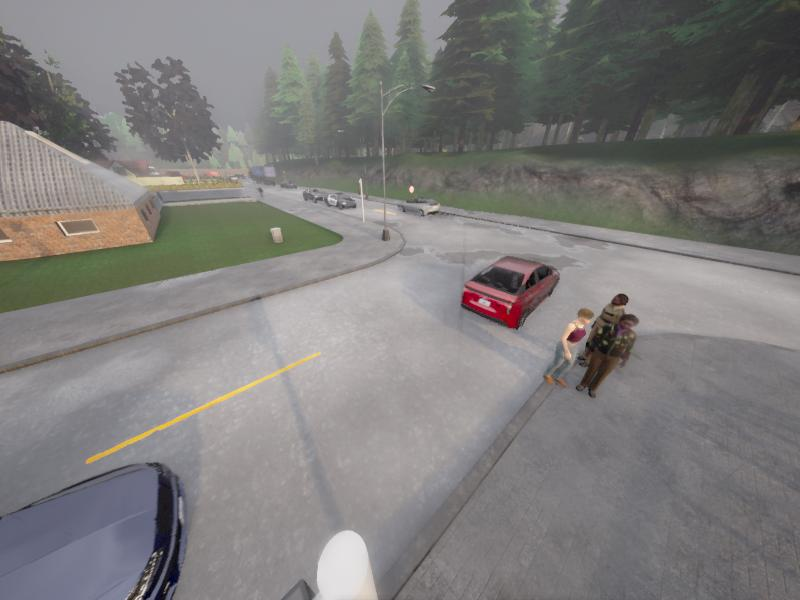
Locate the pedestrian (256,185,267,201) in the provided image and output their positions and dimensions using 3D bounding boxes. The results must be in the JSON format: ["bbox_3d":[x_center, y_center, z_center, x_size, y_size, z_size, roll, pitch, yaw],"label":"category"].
[{"bbox_3d":[-18.687,-14.476,31.168,0.751,1.860,0.751,-7,31,-12],"label":"pedestrian"}]

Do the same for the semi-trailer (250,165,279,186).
[{"bbox_3d":[-36.407,-33.420,61.676,2.717,4.402,14.254,-23,37,-34],"label":"semi-trailer"}]

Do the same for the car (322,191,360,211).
[{"bbox_3d":[-6.774,-11.375,26.382,2.038,1.542,4.974,-23,37,-34],"label":"car"}]

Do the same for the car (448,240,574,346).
[{"bbox_3d":[3.822,-0.602,7.730,2.007,1.525,4.514,27,39,38],"label":"car"}]

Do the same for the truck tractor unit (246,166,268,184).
[{"bbox_3d":[-41.491,-36.372,66.978,3.053,4.208,6.516,-23,37,-34],"label":"truck tractor unit"}]

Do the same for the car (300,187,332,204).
[{"bbox_3d":[-11.336,-14.136,31.074,2.152,1.651,5.027,-23,37,-34],"label":"car"}]

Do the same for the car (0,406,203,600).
[{"bbox_3d":[-4.286,3.004,1.535,4.193,1.474,1.816,-23,37,-34],"label":"car"}]

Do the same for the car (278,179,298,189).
[{"bbox_3d":[-24.097,-24.898,49.665,2.242,1.667,4.611,-25,38,-36],"label":"car"}]

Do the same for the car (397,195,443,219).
[{"bbox_3d":[1.831,-9.268,22.739,2.007,1.525,4.514,-21,36,-32],"label":"car"}]

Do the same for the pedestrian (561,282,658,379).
[{"bbox_3d":[4.288,0.653,4.929,0.751,1.860,0.751,9,31,16],"label":"pedestrian"}]

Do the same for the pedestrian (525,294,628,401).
[{"bbox_3d":[3.256,0.933,4.463,0.751,1.860,0.751,-8,31,-14],"label":"pedestrian"}]

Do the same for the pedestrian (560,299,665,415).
[{"bbox_3d":[3.798,1.044,4.252,0.751,1.860,0.751,-25,39,-37],"label":"pedestrian"}]
